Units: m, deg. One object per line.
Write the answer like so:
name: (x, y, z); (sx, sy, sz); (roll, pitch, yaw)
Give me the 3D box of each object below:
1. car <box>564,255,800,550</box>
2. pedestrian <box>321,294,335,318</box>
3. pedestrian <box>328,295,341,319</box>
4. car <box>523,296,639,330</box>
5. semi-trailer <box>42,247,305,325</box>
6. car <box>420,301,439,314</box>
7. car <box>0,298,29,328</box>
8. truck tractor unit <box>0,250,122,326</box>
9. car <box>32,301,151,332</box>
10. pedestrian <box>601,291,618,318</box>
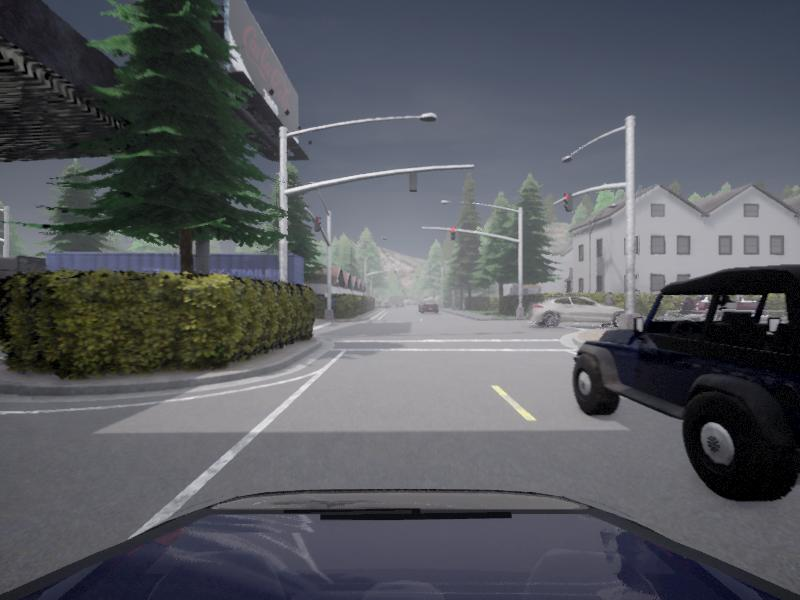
car: (3.501, 0.652, 4.273); (1.905, 1.878, 3.866); (0, 0, 0)
pedestrian: (-5.551, 0.476, 30.869); (0.751, 1.860, 0.751); (0, 0, 15)
pedestrian: (-5.003, 0.518, 30.608); (0.751, 1.860, 0.751); (0, 0, 10)
car: (9.128, 0.610, 20.602); (5.027, 1.651, 2.152); (0, 0, 7)
semi-trailer: (-13.165, -0.783, 24.079); (14.254, 4.402, 2.717); (0, 0, 0)
car: (3.502, 0.874, 47.896); (1.882, 1.535, 5.008); (0, 0, 0)
car: (-22.472, 0.667, 20.539); (4.902, 1.511, 2.128); (0, 0, 0)
truck tractor unit: (-21.077, -0.681, 24.057); (6.516, 4.208, 3.053); (0, 0, 0)
car: (-15.724, 0.795, 20.557); (4.674, 1.442, 1.812); (-1, 1, 0)
pedestrian: (15.173, 0.325, 28.959); (0.751, 1.860, 0.751); (0, 0, -23)
